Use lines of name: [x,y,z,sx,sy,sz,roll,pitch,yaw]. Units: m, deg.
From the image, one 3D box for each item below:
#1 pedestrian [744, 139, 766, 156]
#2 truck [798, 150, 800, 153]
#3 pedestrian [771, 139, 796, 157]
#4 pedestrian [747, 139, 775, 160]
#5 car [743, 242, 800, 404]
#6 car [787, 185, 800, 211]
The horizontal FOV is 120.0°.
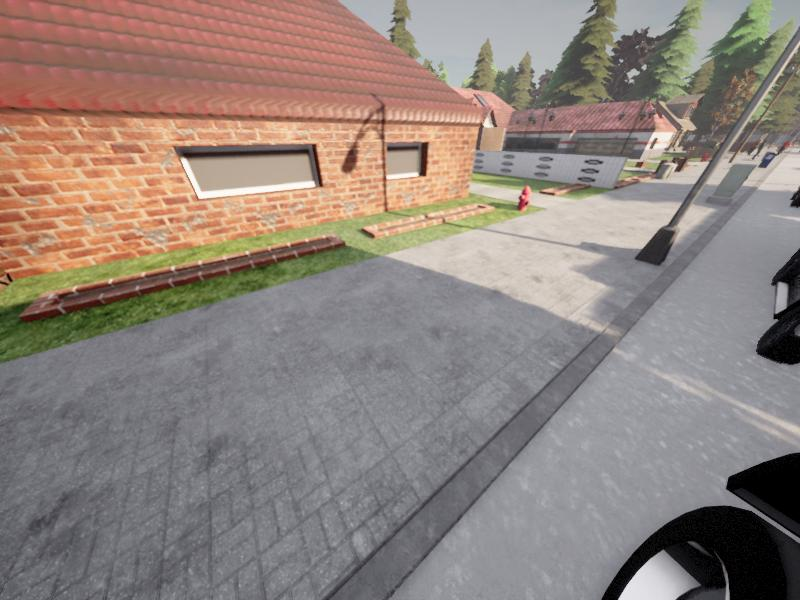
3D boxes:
pedestrian: [46.245,-19.913,30.109,0.751,1.860,0.751,-27,43,-33]
truck: [66.536,-24.683,36.785,6.274,2.098,2.390,-22,41,-28]
pedestrian: [47.441,-18.856,28.601,0.751,1.860,0.751,-23,41,-29]
pedestrian: [38.937,-16.250,24.947,0.751,1.860,0.751,26,43,32]
car: [6.342,-0.144,2.542,4.605,1.855,1.932,-21,40,-29]
car: [16.646,-4.369,8.394,3.866,1.878,1.905,-22,41,-28]
